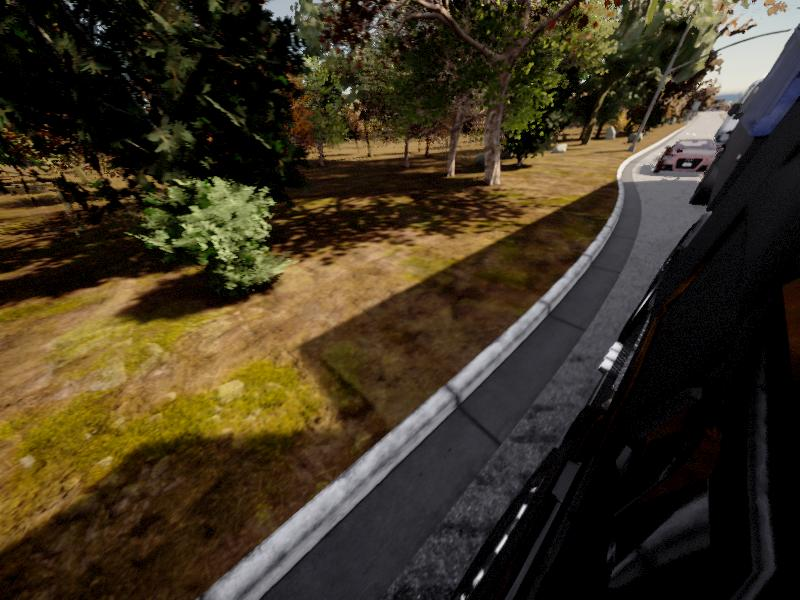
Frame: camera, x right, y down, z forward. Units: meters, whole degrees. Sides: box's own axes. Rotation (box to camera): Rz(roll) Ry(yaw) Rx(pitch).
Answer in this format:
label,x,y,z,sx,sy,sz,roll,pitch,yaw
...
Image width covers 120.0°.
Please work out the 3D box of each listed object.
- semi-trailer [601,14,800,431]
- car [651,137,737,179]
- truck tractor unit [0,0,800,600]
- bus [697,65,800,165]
label,x,y,z,sx,sy,sz,roll,pitch,yaw
semi-trailer,8.577,-3.682,4.346,14.254,4.402,2.717,-29,42,-31
car,14.367,-7.212,11.566,1.994,1.385,4.181,26,45,34
truck tractor unit,2.645,-0.295,0.352,6.516,4.208,3.053,-28,44,-30
bus,24.273,-12.202,15.190,10.273,4.253,3.944,-32,45,-31
